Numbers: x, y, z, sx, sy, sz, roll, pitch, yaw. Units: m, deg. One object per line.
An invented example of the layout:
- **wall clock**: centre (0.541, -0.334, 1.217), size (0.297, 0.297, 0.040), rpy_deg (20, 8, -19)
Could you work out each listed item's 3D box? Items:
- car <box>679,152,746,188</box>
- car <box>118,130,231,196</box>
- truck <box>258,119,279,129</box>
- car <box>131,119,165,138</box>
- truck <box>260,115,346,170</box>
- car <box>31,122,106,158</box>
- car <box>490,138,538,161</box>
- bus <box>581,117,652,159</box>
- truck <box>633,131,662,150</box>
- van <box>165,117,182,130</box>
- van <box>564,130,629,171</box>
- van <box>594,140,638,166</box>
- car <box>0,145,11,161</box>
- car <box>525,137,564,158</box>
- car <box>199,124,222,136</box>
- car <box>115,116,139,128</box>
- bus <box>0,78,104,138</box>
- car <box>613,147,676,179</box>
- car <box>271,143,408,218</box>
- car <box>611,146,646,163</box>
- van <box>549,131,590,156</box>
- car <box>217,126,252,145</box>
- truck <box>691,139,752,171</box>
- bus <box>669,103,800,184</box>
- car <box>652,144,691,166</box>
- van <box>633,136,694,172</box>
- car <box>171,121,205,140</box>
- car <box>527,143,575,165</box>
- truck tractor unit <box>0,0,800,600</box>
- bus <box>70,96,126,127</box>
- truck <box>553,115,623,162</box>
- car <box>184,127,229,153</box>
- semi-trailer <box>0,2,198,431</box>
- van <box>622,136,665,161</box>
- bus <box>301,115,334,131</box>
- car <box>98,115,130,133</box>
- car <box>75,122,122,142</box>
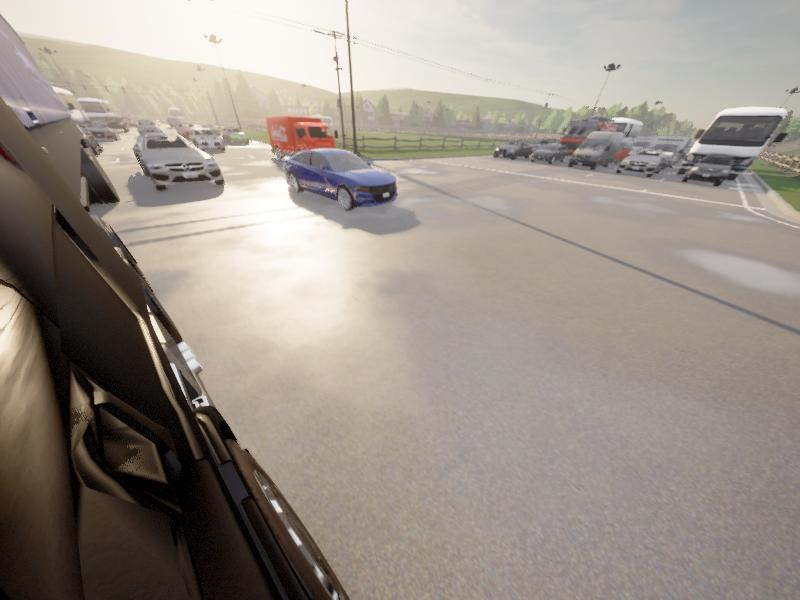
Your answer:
- **car**: centre (20.402, -8.607, 15.154), size (3.988, 1.617, 1.851), rpy_deg (-26, 45, -33)
- **car**: centre (-9.234, -5.769, 9.397), size (5.027, 1.651, 2.152), rpy_deg (32, 45, 33)
- **truck**: centre (-43.044, -57.566, 75.628), size (5.204, 2.467, 2.627), rpy_deg (-26, 45, -32)
- **car**: centre (-30.915, -21.141, 28.455), size (2.242, 1.667, 4.611), rpy_deg (-25, 45, -32)
- **truck**: centre (-6.185, -10.109, 14.696), size (2.627, 2.467, 5.204), rpy_deg (-29, 47, -35)
- **car**: centre (-20.336, -10.024, 14.405), size (1.789, 1.549, 3.705), rpy_deg (-26, 46, -33)
- **car**: centre (11.768, -15.515, 23.756), size (4.611, 1.667, 2.242), rpy_deg (-26, 45, -33)
- **bus**: centre (30.312, -22.624, 32.318), size (10.273, 4.253, 3.944), rpy_deg (-26, 45, -33)
- **truck**: centre (66.280, -42.706, 61.854), size (8.468, 3.827, 2.891), rpy_deg (-26, 45, -33)
- **van**: centre (-47.236, -36.907, 48.171), size (1.775, 1.987, 4.442), rpy_deg (-23, 44, -30)
- **van**: centre (16.786, -12.751, 19.671), size (5.915, 2.561, 1.988), rpy_deg (-26, 45, -33)
- **van**: centre (22.036, -15.072, 23.577), size (4.442, 1.987, 1.775), rpy_deg (-26, 45, -33)
- **car**: centre (-20.597, -7.035, 10.488), size (1.812, 1.442, 4.674), rpy_deg (-27, 46, -34)
- **car**: centre (17.397, -18.318, 27.696), size (4.605, 1.855, 1.932), rpy_deg (-26, 45, -33)
- **car**: centre (-29.421, -26.429, 35.868), size (1.994, 1.385, 4.181), rpy_deg (-25, 45, -32)
- **car**: centre (-53.984, -35.274, 45.809), size (2.242, 1.667, 4.611), rpy_deg (-24, 44, -31)
- **bus**: centre (-37.562, -20.757, 25.351), size (3.944, 4.253, 10.273), rpy_deg (-25, 45, -32)
- **car**: centre (18.746, -10.574, 17.658), size (5.027, 1.651, 2.152), rpy_deg (-26, 45, -33)
- **car**: centre (-2.279, -4.500, 8.232), size (5.008, 1.535, 1.882), rpy_deg (30, 44, 31)
- **car**: centre (26.945, -17.229, 27.234), size (4.674, 1.442, 1.812), rpy_deg (-26, 45, -33)
- **van**: centre (23.232, -21.398, 31.644), size (5.915, 2.561, 1.988), rpy_deg (-26, 45, -33)
- **car**: centre (-18.132, -18.065, 25.311), size (2.007, 1.525, 4.514), rpy_deg (-25, 45, -32)
- **truck**: centre (33.458, -15.252, 24.183), size (5.204, 2.467, 2.627), rpy_deg (-26, 45, -33)
- **bus**: centre (26.257, -12.371, 18.359), size (10.273, 4.253, 3.944), rpy_deg (-26, 45, -33)
- **car**: centre (30.506, -16.365, 25.941), size (3.866, 1.878, 1.905), rpy_deg (-26, 45, -33)
- **van**: centre (24.995, -13.910, 21.853), size (6.366, 2.431, 2.351), rpy_deg (-26, 45, -33)
- **car**: centre (-25.491, -20.352, 27.760), size (2.242, 1.667, 4.611), rpy_deg (-25, 45, -32)
- **car**: centre (14.466, -13.986, 22.040), size (4.892, 1.490, 1.837), rpy_deg (-26, 45, -33)
- **truck tractor unit**: centre (-2.645, -0.295, 0.352), size (6.516, 4.208, 3.053), rpy_deg (28, 44, 30)
- **bus**: centre (-59.627, -37.392, 46.109), size (3.944, 4.253, 10.273), rpy_deg (-23, 44, -29)
- **truck**: centre (21.356, -18.229, 26.214), size (8.468, 3.827, 2.891), rpy_deg (-26, 45, -33)
- **car**: centre (-15.996, -13.250, 19.064), size (1.970, 1.475, 3.806), rpy_deg (-26, 45, -33)
- **semi-trailer**: centre (-8.504, -3.737, 4.400), size (14.254, 4.402, 2.717), rpy_deg (31, 45, 32)
- **van**: centre (32.913, -20.502, 31.177), size (6.366, 2.431, 2.351), rpy_deg (-26, 45, -33)
- **bus**: centre (-29.845, -64.480, 84.248), size (10.273, 4.253, 3.944), rpy_deg (-26, 45, -32)
- **car**: centre (-39.681, -24.515, 32.201), size (1.905, 1.878, 3.866), rpy_deg (-25, 45, -32)
- **car**: centre (-28.937, -16.273, 22.337), size (1.994, 1.385, 4.181), rpy_deg (-25, 45, -32)
